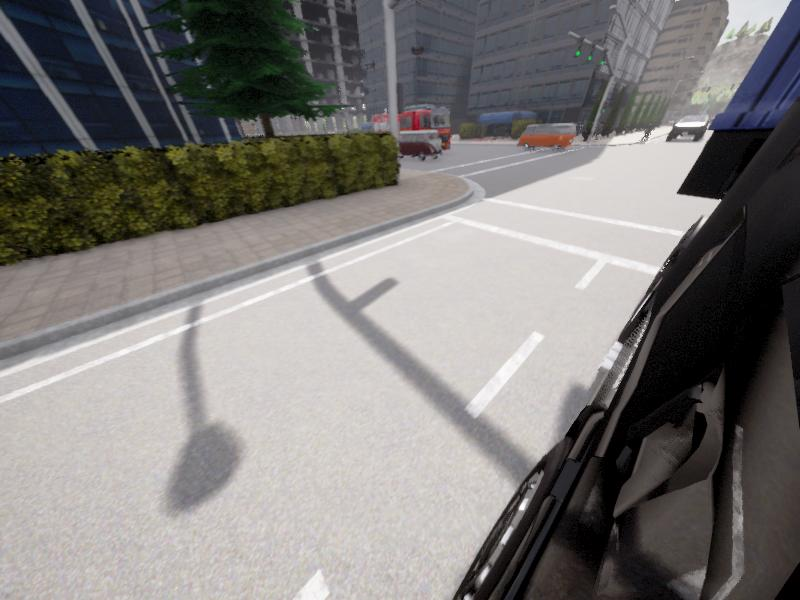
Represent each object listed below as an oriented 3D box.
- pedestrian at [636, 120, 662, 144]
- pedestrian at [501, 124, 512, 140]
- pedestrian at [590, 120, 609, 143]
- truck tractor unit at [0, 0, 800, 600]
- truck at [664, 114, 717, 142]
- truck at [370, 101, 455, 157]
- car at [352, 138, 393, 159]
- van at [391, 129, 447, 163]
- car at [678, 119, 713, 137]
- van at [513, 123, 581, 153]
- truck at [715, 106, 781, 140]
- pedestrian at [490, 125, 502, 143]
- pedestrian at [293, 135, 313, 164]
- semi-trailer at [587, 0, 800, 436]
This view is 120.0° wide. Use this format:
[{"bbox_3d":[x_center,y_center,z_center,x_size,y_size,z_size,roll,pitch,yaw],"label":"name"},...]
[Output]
[{"bbox_3d":[24.507,-16.571,22.777,0.751,1.860,0.751,-13,38,-13],"label":"pedestrian"},{"bbox_3d":[15.544,-24.420,33.654,0.751,1.860,0.751,-25,42,-27],"label":"pedestrian"},{"bbox_3d":[20.801,-17.561,24.093,0.751,1.860,0.751,-26,43,-28],"label":"pedestrian"},{"bbox_3d":[2.645,-0.295,0.352,6.516,4.208,3.053,-28,44,-30],"label":"truck tractor unit"},{"bbox_3d":[30.342,-17.968,24.119,6.274,2.098,2.390,-29,44,-31],"label":"truck"},{"bbox_3d":[0.917,-16.768,22.961,2.891,3.827,8.468,-30,44,-32],"label":"truck"},{"bbox_3d":[-2.771,-15.062,22.875,1.970,1.475,3.806,-30,44,-31],"label":"car"},{"bbox_3d":[1.460,-12.622,18.892,1.775,1.987,4.442,-30,44,-32],"label":"van"},{"bbox_3d":[36.225,-21.033,28.296,5.366,1.575,1.801,-29,44,-31],"label":"car"},{"bbox_3d":[13.086,-14.669,20.892,1.775,1.987,4.442,-30,44,-32],"label":"van"},{"bbox_3d":[34.866,-17.864,23.375,5.204,2.467,2.627,-30,44,-31],"label":"truck"},{"bbox_3d":[12.174,-21.058,29.355,0.751,1.860,0.751,29,47,35],"label":"pedestrian"},{"bbox_3d":[-7.679,-11.934,18.367,0.751,1.860,0.751,29,47,35],"label":"pedestrian"},{"bbox_3d":[9.601,-2.757,3.038,14.254,4.402,2.717,-16,38,-17],"label":"semi-trailer"}]
